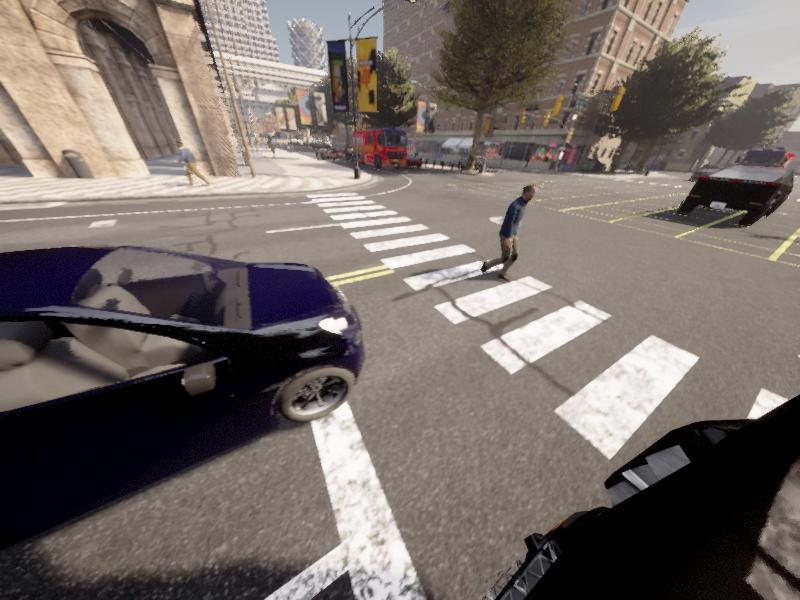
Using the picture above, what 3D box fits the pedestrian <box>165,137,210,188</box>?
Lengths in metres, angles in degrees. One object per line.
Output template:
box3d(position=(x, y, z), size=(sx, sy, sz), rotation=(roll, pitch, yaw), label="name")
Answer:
box3d(position=(-9.283, -6.010, 10.189), size=(0.751, 1.860, 0.751), rotation=(-13, 37, -23), label="pedestrian")

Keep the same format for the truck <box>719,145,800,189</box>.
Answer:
box3d(position=(41.744, -15.337, 26.714), size=(8.468, 3.827, 2.891), rotation=(-16, 38, -26), label="truck")

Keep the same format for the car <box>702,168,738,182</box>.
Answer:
box3d(position=(44.604, -17.427, 32.205), size=(4.674, 1.442, 1.812), rotation=(-16, 38, -26), label="car")

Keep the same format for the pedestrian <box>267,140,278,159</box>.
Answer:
box3d(position=(-15.581, -18.454, 28.293), size=(0.751, 1.860, 0.751), rotation=(-15, 38, -25), label="pedestrian")

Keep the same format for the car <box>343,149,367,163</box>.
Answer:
box3d(position=(-6.301, -20.197, 32.294), size=(1.970, 1.475, 3.806), rotation=(-16, 38, -26), label="car")

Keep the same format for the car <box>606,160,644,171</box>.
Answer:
box3d(position=(45.539, -27.239, 46.870), size=(2.038, 1.542, 4.974), rotation=(-15, 38, -25), label="car")

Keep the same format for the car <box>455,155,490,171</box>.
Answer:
box3d(position=(9.136, -17.433, 29.383), size=(1.970, 1.475, 3.806), rotation=(-15, 38, -25), label="car")

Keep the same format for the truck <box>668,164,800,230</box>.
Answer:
box3d(position=(15.962, -5.013, 10.795), size=(6.274, 2.098, 2.390), rotation=(-16, 38, -26), label="truck")

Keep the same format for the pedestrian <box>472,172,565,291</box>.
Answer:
box3d(position=(2.054, -1.235, 4.220), size=(0.751, 1.860, 0.751), rotation=(-24, 42, -34), label="pedestrian")

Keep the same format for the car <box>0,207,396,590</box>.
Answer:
box3d(position=(-2.091, 0.377, 1.823), size=(3.633, 1.501, 1.845), rotation=(-16, 38, -26), label="car")

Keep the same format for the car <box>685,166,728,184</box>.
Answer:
box3d(position=(38.781, -15.845, 29.204), size=(5.238, 1.638, 1.930), rotation=(-16, 38, -27), label="car")

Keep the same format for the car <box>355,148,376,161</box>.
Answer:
box3d(position=(-5.533, -23.346, 37.063), size=(1.970, 1.475, 3.806), rotation=(-16, 38, -25), label="car")

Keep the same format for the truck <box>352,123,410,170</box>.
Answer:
box3d(position=(-2.449, -17.328, 26.198), size=(2.891, 3.827, 8.468), rotation=(-16, 38, -26), label="truck")

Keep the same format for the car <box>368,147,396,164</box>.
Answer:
box3d(position=(-2.589, -20.509, 32.768), size=(2.097, 1.767, 4.553), rotation=(-16, 38, -26), label="car")

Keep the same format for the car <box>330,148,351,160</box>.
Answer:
box3d(position=(-9.590, -23.461, 37.011), size=(1.994, 1.385, 4.181), rotation=(-17, 38, -27), label="car")

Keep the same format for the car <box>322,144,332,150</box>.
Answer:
box3d(position=(-24.454, -51.400, 77.535), size=(1.812, 1.442, 4.674), rotation=(-16, 38, -26), label="car")

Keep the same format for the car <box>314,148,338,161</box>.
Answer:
box3d(position=(-10.604, -20.830, 33.054), size=(1.895, 1.301, 4.718), rotation=(-16, 38, -26), label="car")

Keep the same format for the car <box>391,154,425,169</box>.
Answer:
box3d(position=(0.830, -16.836, 27.997), size=(1.895, 1.301, 4.718), rotation=(-16, 38, -26), label="car")

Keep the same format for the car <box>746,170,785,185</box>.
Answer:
box3d(position=(49.368, -16.596, 31.217), size=(5.366, 1.575, 1.801), rotation=(-16, 38, -26), label="car")

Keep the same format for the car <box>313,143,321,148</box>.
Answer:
box3d(position=(-31.752, -58.795, 87.984), size=(1.816, 1.474, 4.193), rotation=(-16, 38, -26), label="car")
